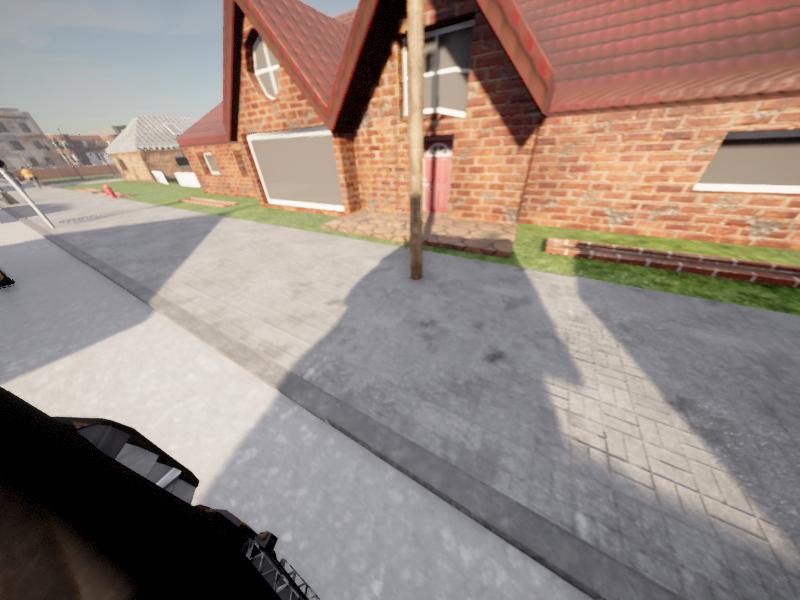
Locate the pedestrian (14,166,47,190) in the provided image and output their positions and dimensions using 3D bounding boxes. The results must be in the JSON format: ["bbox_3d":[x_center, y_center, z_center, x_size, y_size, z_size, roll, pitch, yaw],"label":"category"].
[{"bbox_3d":[-33.929,-11.262,21.256,0.751,1.860,0.751,18,39,27],"label":"pedestrian"}]

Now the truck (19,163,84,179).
[{"bbox_3d":[-65.146,-24.292,43.376,2.390,2.098,6.274,16,38,26],"label":"truck"}]

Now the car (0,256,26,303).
[{"bbox_3d":[-10.053,-0.884,4.556,5.008,1.535,1.882,16,38,26],"label":"car"}]
